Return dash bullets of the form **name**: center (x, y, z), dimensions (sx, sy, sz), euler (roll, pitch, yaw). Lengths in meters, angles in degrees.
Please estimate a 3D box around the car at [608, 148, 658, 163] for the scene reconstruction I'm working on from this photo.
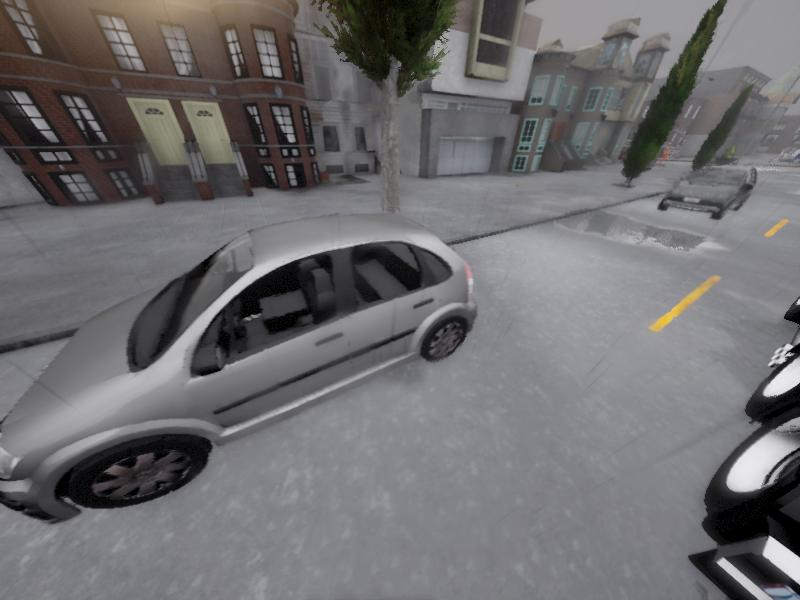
- **car**: center (31.092, -19.423, 30.957), dimensions (1.994, 1.385, 4.181), euler (-18, 39, -24)

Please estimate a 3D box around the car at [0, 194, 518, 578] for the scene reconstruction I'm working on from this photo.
- **car**: center (-1.085, 0.075, 2.477), dimensions (3.988, 1.617, 1.851), euler (-18, 39, -24)

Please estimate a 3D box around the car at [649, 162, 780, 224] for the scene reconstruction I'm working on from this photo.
- **car**: center (11.796, -4.167, 8.721), dimensions (3.705, 1.549, 1.789), euler (-18, 39, -25)

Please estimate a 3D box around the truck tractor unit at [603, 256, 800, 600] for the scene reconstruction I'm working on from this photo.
- **truck tractor unit**: center (5.096, -0.315, 0.802), dimensions (6.516, 4.208, 3.053), euler (-19, 39, -25)

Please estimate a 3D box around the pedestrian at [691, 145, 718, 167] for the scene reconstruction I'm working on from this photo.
- **pedestrian**: center (30.237, -14.332, 22.981), dimensions (0.751, 1.860, 0.751), euler (-20, 39, -26)
